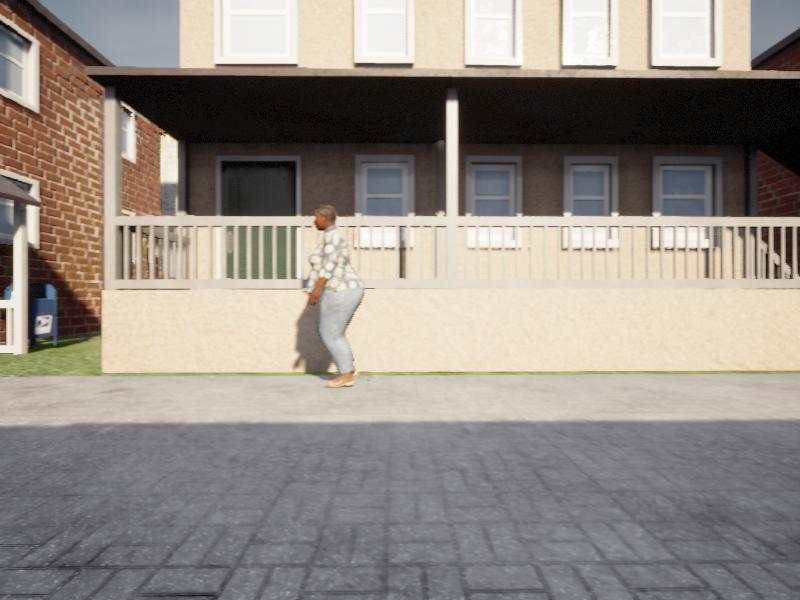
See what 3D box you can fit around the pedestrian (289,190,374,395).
[{"bbox_3d":[-0.649,-0.066,4.029,0.751,1.860,0.751,0,0,-3],"label":"pedestrian"}]
